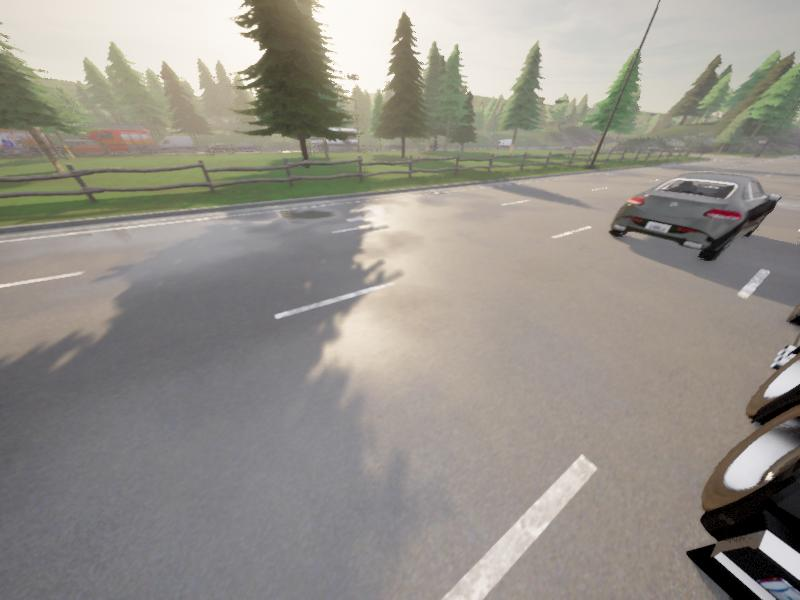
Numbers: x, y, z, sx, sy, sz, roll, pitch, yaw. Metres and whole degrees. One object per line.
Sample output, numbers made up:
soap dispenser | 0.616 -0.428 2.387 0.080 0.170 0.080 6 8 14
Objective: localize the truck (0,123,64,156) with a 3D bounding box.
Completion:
truck | -56.387 -22.802 32.898 8.468 3.827 2.891 -18 39 -24

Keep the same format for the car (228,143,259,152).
car | -32.587 -31.825 48.121 5.008 1.535 1.882 -18 39 -26

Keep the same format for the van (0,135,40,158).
van | -54.628 -20.493 30.816 6.366 2.431 2.351 -18 39 -24

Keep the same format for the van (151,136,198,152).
van | -44.253 -30.807 45.627 5.915 2.561 1.988 -18 39 -24

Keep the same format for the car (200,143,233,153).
car | -36.052 -30.022 45.500 2.007 1.525 4.514 25 42 31

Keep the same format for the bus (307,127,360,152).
bus | -14.839 -36.282 52.342 10.273 4.253 3.944 -18 39 -24

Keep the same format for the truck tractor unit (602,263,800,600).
truck tractor unit | 5.115 -0.294 0.793 6.516 4.208 3.053 -18 39 -24

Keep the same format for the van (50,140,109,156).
van | -47.409 -22.636 34.361 4.442 1.987 1.775 -18 39 -24

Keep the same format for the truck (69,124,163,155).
truck | -45.860 -26.194 37.885 8.468 3.827 2.891 -18 39 -24

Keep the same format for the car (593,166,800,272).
car | 8.138 -2.519 6.304 5.027 1.651 2.152 -18 39 -24

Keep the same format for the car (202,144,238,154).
car | -32.309 -27.301 41.658 4.892 1.490 1.837 -18 39 -24
